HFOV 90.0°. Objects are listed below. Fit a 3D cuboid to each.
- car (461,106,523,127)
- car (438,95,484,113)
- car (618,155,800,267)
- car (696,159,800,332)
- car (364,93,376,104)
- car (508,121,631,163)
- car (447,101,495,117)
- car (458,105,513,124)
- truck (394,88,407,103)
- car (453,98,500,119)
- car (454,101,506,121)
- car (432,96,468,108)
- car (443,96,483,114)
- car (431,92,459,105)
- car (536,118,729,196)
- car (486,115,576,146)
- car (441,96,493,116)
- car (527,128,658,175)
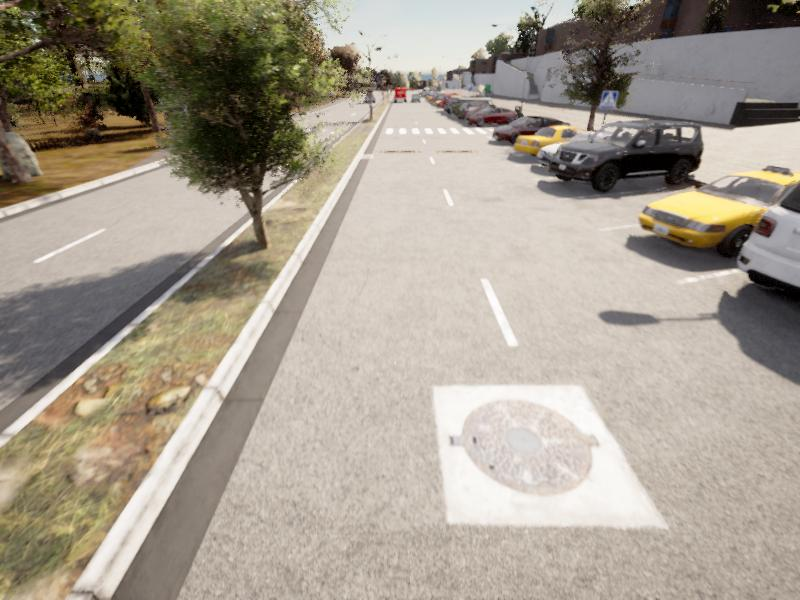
[{"bbox_3d":[8.097,-16.291,35.481,4.792,1.488,2.163,-9,30,-18],"label":"car"},{"bbox_3d":[8.176,-26.429,53.794,5.566,2.045,2.435,-9,30,-18],"label":"car"},{"bbox_3d":[7.915,-2.155,8.933,5.366,1.575,1.946,-9,30,-18],"label":"car"},{"bbox_3d":[8.112,-1.010,6.228,5.566,2.045,2.435,-9,29,-18],"label":"car"},{"bbox_3d":[-5.702,-38.825,76.938,2.033,1.649,4.856,0,29,0],"label":"car"},{"bbox_3d":[8.273,-7.848,19.663,5.366,1.575,1.946,-9,29,-18],"label":"car"},{"bbox_3d":[8.130,-21.970,46.013,4.892,1.521,2.231,-9,29,-18],"label":"car"},{"bbox_3d":[8.121,-17.708,38.146,4.674,1.452,2.002,-9,29,-18],"label":"car"},{"bbox_3d":[0.110,-40.971,79.934,2.627,2.467,5.204,0,29,0],"label":"truck"},{"bbox_3d":[8.244,-20.780,43.315,4.442,1.987,1.878,-9,29,-18],"label":"car"},{"bbox_3d":[8.101,-19.259,40.687,4.553,1.767,2.185,-9,29,-18],"label":"car"},{"bbox_3d":[7.988,-31.853,64.339,5.366,1.575,1.946,-9,30,-18],"label":"car"},{"bbox_3d":[8.038,-24.969,51.124,4.442,1.987,1.878,-9,30,-18],"label":"car"},{"bbox_3d":[8.065,-36.357,72.103,4.442,1.987,1.878,-9,31,-18],"label":"car"},{"bbox_3d":[8.072,-5.201,14.171,5.566,2.045,2.435,-9,30,-18],"label":"car"},{"bbox_3d":[8.083,-10.618,24.900,4.792,1.488,2.163,-9,30,-18],"label":"car"},{"bbox_3d":[8.118,-23.595,48.509,5.566,2.045,2.435,-9,30,-18],"label":"car"},{"bbox_3d":[8.102,-6.365,16.972,4.674,1.452,2.002,-9,30,-18],"label":"car"}]
